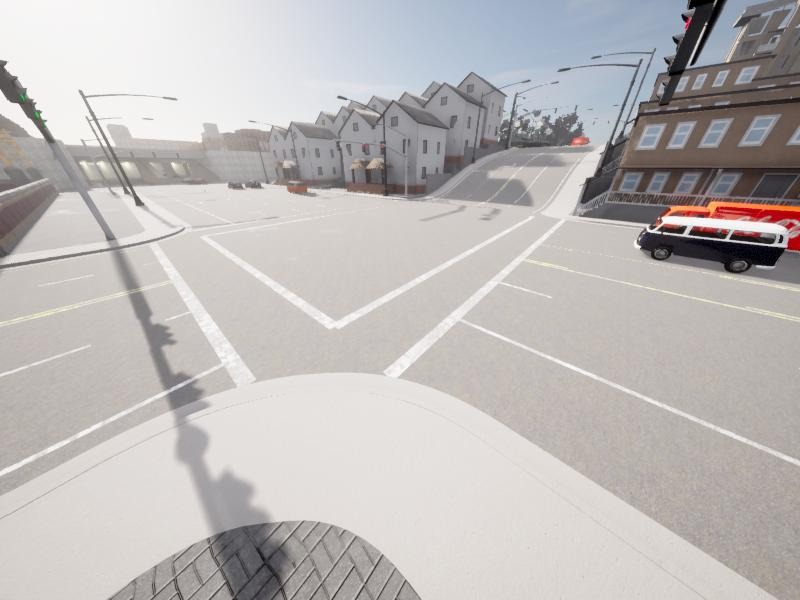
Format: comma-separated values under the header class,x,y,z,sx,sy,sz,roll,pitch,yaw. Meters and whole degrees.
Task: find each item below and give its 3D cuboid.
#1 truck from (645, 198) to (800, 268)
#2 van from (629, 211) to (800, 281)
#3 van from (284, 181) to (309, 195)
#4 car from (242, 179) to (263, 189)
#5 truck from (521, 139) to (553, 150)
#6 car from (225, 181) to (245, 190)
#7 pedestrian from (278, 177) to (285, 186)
class,x,y,z,sx,sy,sz,roll,pitch,yaw
truck,17.589,-3.927,12.639,5.204,2.467,2.627,25,38,36
van,14.563,-2.824,11.159,4.480,2.038,2.069,24,38,35
van,-18.000,-19.512,40.117,4.442,1.987,1.775,24,38,35
car,-32.884,-25.887,51.600,4.611,1.667,2.242,24,38,35
truck,35.136,-39.967,59.429,6.274,2.098,2.390,24,38,35
car,-35.336,-24.596,49.454,4.514,1.525,2.007,24,38,35
pedestrian,-27.713,-27.580,53.865,0.751,1.860,0.751,23,37,34
